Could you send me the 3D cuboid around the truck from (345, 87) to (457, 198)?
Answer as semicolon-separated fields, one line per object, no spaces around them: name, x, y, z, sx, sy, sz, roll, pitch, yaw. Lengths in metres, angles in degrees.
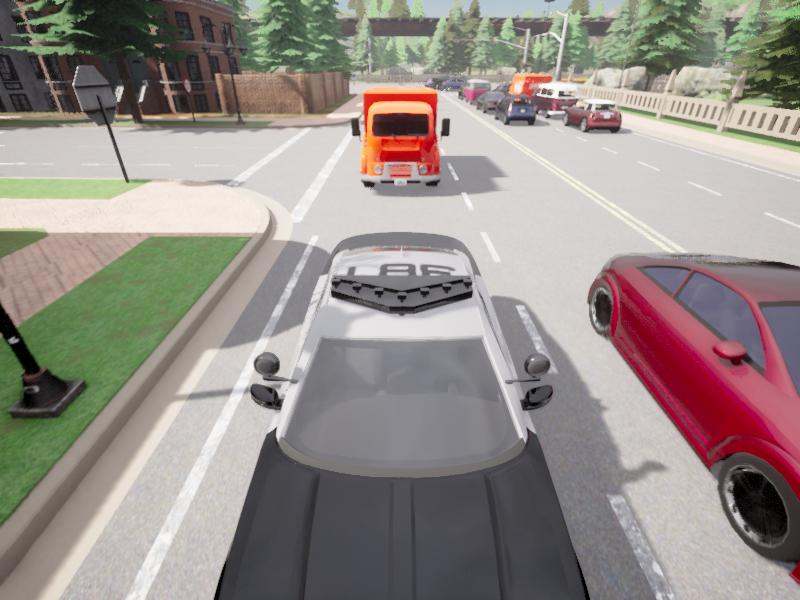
truck;0.009;-5.063;12.248;2.627;2.467;5.204;0;29;0

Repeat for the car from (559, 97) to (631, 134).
car;10.517;-10.165;21.956;1.970;1.475;3.806;0;30;0

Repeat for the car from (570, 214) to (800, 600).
car;3.509;0.534;3.746;1.994;1.385;4.181;0;30;0

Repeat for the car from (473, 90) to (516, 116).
car;7.023;-15.062;30.411;2.033;1.411;5.357;0;30;0

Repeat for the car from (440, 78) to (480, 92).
car;8.162;-29.534;54.946;5.027;1.651;2.152;0;30;0

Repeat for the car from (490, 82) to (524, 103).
car;10.526;-20.670;39.780;2.033;1.649;4.856;0;30;0

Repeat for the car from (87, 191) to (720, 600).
car;0.012;0.614;3.355;1.930;1.638;5.238;0;30;0

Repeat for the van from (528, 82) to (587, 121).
van;10.520;-13.562;27.209;2.069;2.038;4.480;0;30;0

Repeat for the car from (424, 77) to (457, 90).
car;6.116;-33.075;60.996;4.856;1.649;2.033;0;30;0

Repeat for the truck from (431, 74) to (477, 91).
truck;7.748;-31.507;57.849;6.274;2.098;2.390;0;30;0

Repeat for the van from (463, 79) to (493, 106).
van;7.024;-18.903;36.394;1.775;1.987;4.442;0;30;0

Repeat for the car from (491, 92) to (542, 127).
car;7.020;-11.744;24.522;1.851;1.617;3.988;0;30;0

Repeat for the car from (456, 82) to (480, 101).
car;7.027;-21.624;41.479;1.789;1.549;3.705;0;30;0

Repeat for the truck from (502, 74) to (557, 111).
truck;10.526;-17.249;33.091;2.627;2.467;5.204;0;30;0
